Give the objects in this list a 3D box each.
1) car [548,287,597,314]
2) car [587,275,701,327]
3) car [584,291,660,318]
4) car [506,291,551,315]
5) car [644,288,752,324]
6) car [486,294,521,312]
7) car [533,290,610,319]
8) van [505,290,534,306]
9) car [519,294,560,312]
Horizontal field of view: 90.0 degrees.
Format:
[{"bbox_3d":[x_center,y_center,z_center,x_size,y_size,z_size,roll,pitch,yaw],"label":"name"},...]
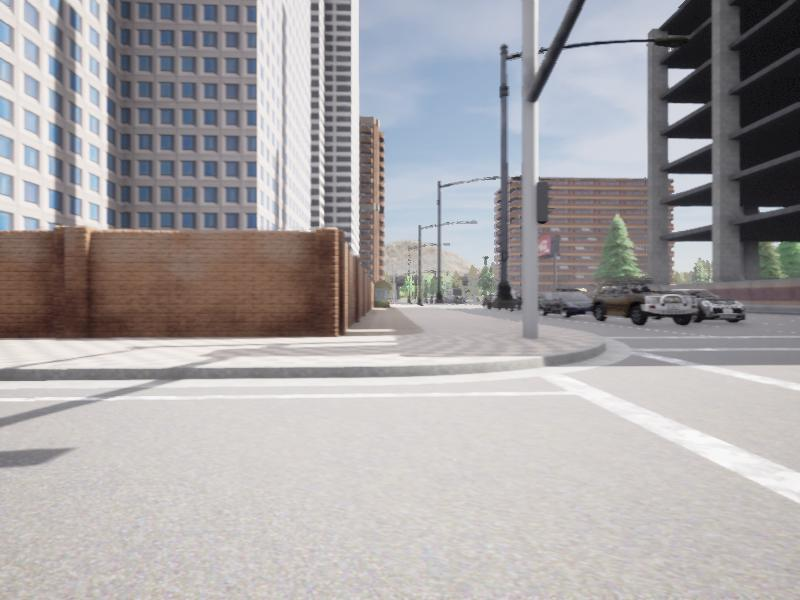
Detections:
[{"bbox_3d":[12.761,0.033,29.871,1.905,1.878,3.866,0,0,-2],"label":"car"},{"bbox_3d":[9.805,0.044,16.611,1.932,1.855,4.605,0,0,0],"label":"car"},{"bbox_3d":[12.993,0.258,23.798,1.812,1.442,4.674,0,0,-2],"label":"car"},{"bbox_3d":[9.282,0.177,29.200,1.851,1.617,3.988,0,0,-2],"label":"car"},{"bbox_3d":[13.223,0.244,18.089,1.970,1.475,3.806,0,0,-2],"label":"car"},{"bbox_3d":[9.052,0.241,35.375,1.816,1.474,4.193,0,0,-2],"label":"car"},{"bbox_3d":[9.532,0.241,22.756,2.163,1.488,4.792,0,0,-2],"label":"car"},{"bbox_3d":[18.529,-0.245,62.384,2.351,2.431,6.366,0,0,-2],"label":"van"},{"bbox_3d":[12.519,0.230,36.257,1.837,1.490,4.892,0,0,-2],"label":"car"}]
